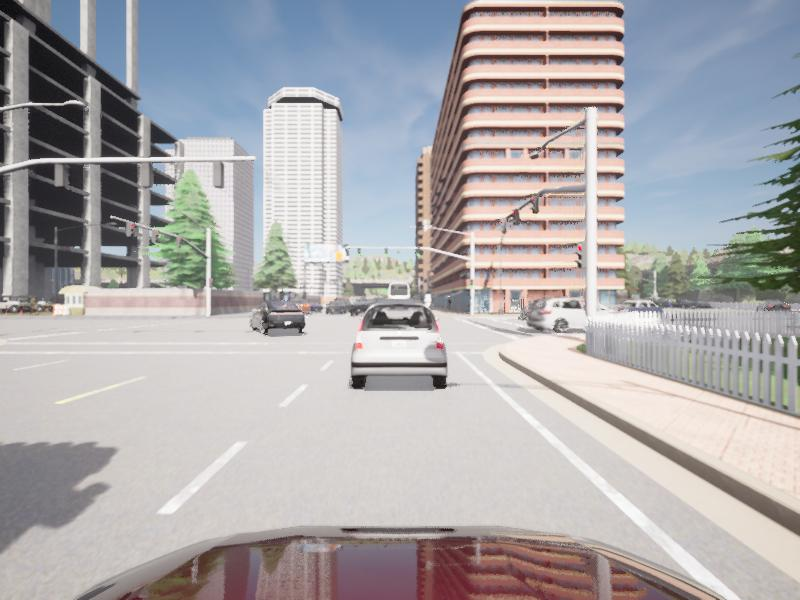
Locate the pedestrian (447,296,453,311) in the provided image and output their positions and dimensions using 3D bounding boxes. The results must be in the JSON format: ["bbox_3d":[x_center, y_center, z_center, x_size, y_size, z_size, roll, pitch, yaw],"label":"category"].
[{"bbox_3d":[6.239,0.474,49.993,0.751,1.860,0.751,0,0,2],"label":"pedestrian"}]

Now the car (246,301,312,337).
[{"bbox_3d":[-6.103,0.816,19.682,2.128,1.511,4.902,0,0,-29],"label":"car"}]

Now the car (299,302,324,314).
[{"bbox_3d":[-10.609,0.933,48.259,1.895,1.301,4.718,0,0,0],"label":"car"}]

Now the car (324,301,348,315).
[{"bbox_3d":[-7.098,0.835,44.756,1.837,1.490,4.892,0,0,0],"label":"car"}]

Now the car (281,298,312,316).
[{"bbox_3d":[-10.593,0.685,41.256,2.097,1.767,4.553,0,0,0],"label":"car"}]

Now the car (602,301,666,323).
[{"bbox_3d":[16.428,0.791,28.122,3.806,1.475,1.970,0,0,-21],"label":"car"}]

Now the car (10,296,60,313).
[{"bbox_3d":[-41.025,0.448,45.035,3.866,1.878,1.905,0,0,0],"label":"car"}]

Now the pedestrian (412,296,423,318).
[{"bbox_3d":[1.531,0.618,35.252,0.751,1.860,0.751,0,0,-24],"label":"pedestrian"}]

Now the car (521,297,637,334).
[{"bbox_3d":[8.538,0.694,19.319,4.611,1.667,2.242,0,0,-9],"label":"car"}]

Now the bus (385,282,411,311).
[{"bbox_3d":[-0.266,-0.547,65.378,3.944,4.253,10.273,0,0,0],"label":"bus"}]

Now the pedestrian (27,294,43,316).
[{"bbox_3d":[-31.404,0.423,34.389,0.751,1.860,0.751,0,0,21],"label":"pedestrian"}]

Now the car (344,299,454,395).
[{"bbox_3d":[-0.018,0.786,8.719,1.851,1.617,3.988,0,0,0],"label":"car"}]

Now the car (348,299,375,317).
[{"bbox_3d":[-3.744,0.762,40.038,1.930,1.638,5.238,0,0,3],"label":"car"}]

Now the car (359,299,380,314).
[{"bbox_3d":[-3.620,0.747,48.385,2.242,1.667,4.611,0,0,0],"label":"car"}]

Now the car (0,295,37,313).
[{"bbox_3d":[-41.014,0.449,42.094,3.866,1.878,1.905,0,0,0],"label":"car"}]
